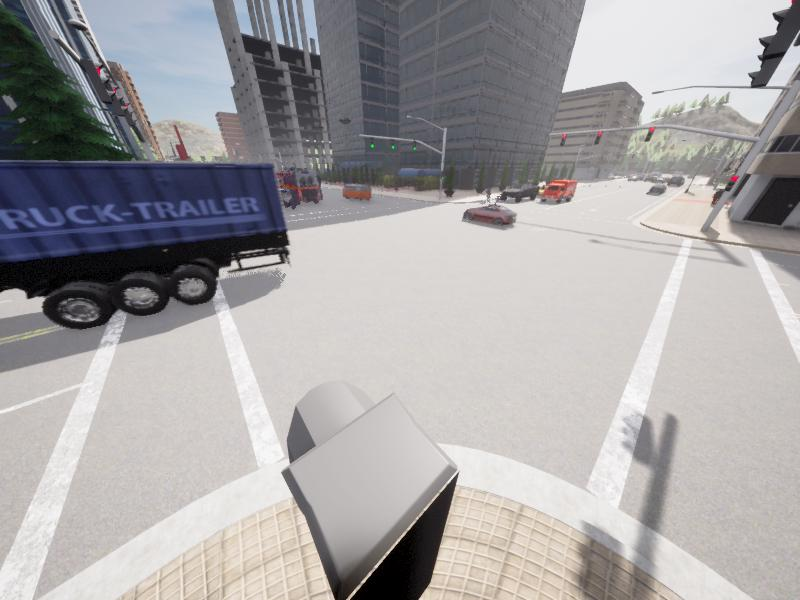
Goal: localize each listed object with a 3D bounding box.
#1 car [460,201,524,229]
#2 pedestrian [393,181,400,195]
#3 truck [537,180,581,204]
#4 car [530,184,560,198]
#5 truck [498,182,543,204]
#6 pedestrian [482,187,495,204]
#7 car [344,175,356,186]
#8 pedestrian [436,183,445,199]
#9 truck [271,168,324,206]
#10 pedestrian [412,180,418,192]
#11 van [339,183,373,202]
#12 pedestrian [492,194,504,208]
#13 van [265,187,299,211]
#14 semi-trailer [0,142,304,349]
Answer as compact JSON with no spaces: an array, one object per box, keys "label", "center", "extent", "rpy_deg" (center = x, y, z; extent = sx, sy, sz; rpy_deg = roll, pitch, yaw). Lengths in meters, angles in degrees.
[{"label":"car","center":[7.339,-7.046,18.842],"extent":[1.994,1.385,4.181],"rpy_deg":[-23,37,-34]},{"label":"pedestrian","center":[-0.547,-17.302,35.761],"extent":[0.751,1.860,0.751],"rpy_deg":[19,35,30]},{"label":"truck","center":[20.639,-14.160,30.062],"extent":[5.204,2.467,2.627],"rpy_deg":[-23,37,-34]},{"label":"car","center":[22.172,-16.671,35.301],"extent":[5.366,1.575,1.801],"rpy_deg":[-22,37,-33]},{"label":"truck","center":[16.129,-14.403,30.853],"extent":[6.274,2.098,2.390],"rpy_deg":[-22,37,-33]},{"label":"pedestrian","center":[10.750,-12.697,28.088],"extent":[0.751,1.860,0.751],"rpy_deg":[-11,32,-18]},{"label":"car","center":[-11.925,-28.857,55.608],"extent":[2.390,2.098,6.274],"rpy_deg":[-5,30,-9]},{"label":"pedestrian","center":[5.597,-15.085,31.920],"extent":[0.751,1.860,0.751],"rpy_deg":[-23,37,-34]},{"label":"truck","center":[-13.322,-14.808,29.830],"extent":[2.891,3.827,8.468],"rpy_deg":[-23,37,-34]},{"label":"pedestrian","center":[2.622,-19.801,40.083],"extent":[0.751,1.860,0.751],"rpy_deg":[25,38,36]},{"label":"van","center":[-5.922,-14.489,31.115],"extent":[4.442,1.987,1.775],"rpy_deg":[22,37,33]},{"label":"pedestrian","center":[10.947,-11.085,25.856],"extent":[0.751,1.300,0.751],"rpy_deg":[-24,38,-36]},{"label":"van","center":[-13.002,-11.136,25.307],"extent":[1.775,1.987,4.442],"rpy_deg":[-23,37,-34]},{"label":"semi-trailer","center":[-10.611,-1.308,5.839],"extent":[14.254,4.402,2.717],"rpy_deg":[-17,34,-27]}]
